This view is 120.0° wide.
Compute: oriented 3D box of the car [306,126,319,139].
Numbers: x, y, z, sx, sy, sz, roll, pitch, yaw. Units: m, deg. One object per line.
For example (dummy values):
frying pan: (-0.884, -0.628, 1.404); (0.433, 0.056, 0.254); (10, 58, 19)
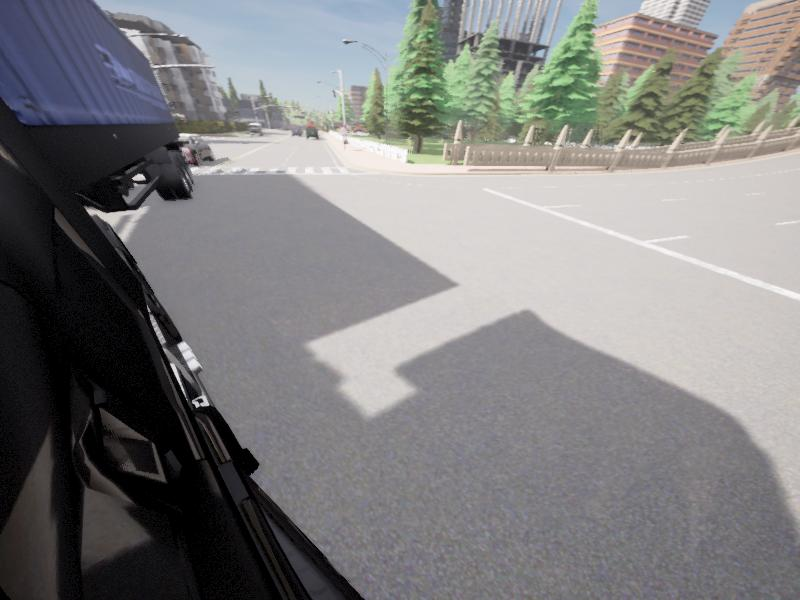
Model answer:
car: (-18.987, -36.376, 50.049); (2.150, 2.045, 5.566); (-8, 38, -15)

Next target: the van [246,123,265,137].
van: (-28.273, -33.365, 45.330); (2.069, 2.038, 4.480); (-8, 38, -15)

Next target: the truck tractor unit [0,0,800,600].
truck tractor unit: (-2.645, -0.295, 0.351); (6.516, 4.208, 3.053); (28, 44, 30)

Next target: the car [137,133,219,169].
car: (-12.733, -8.882, 13.642); (1.970, 1.475, 3.806); (-8, 38, -15)

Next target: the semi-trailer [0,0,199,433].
semi-trailer: (-7.416, -4.231, 5.197); (2.717, 4.402, 14.254); (-20, 42, -27)

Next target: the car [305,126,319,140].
car: (-16.903, -32.156, 44.464); (2.150, 2.045, 5.566); (-8, 38, -15)
